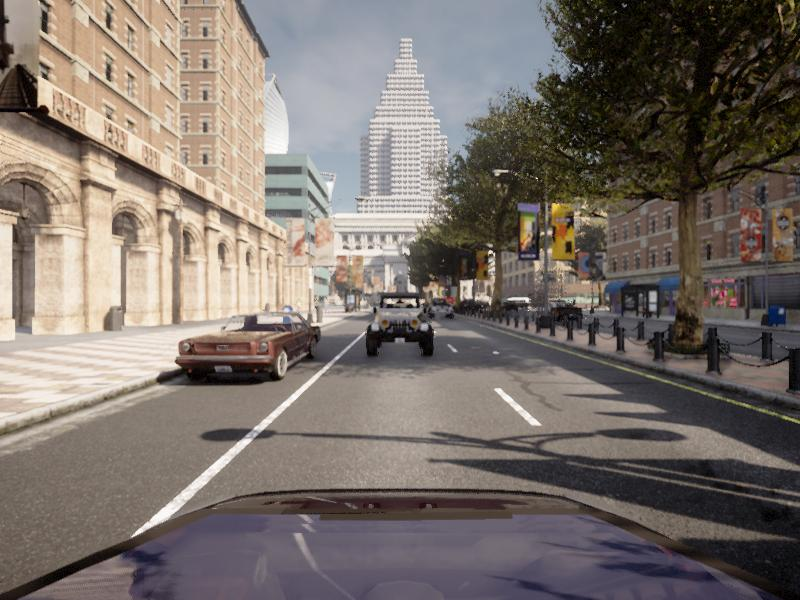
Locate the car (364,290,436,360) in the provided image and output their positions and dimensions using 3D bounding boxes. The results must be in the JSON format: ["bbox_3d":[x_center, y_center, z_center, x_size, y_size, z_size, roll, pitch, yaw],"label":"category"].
[{"bbox_3d":[-0.001,0.670,12.614,1.905,1.878,3.866,0,0,0],"label":"car"}]

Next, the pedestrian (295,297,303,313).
[{"bbox_3d":[-11.777,0.569,46.570,0.751,1.860,0.751,0,0,7],"label":"pedestrian"}]

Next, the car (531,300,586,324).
[{"bbox_3d":[11.514,0.824,29.475,1.930,1.638,5.238,0,0,0],"label":"car"}]

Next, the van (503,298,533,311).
[{"bbox_3d":[19.759,0.694,67.131,4.480,2.038,2.069,0,0,38],"label":"van"}]

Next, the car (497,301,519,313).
[{"bbox_3d":[15.000,0.946,55.733,1.837,1.490,4.892,0,0,0],"label":"car"}]

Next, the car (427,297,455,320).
[{"bbox_3d":[3.496,0.715,34.996,1.932,1.855,4.605,0,0,0],"label":"car"}]

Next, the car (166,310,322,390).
[{"bbox_3d":[-3.250,0.957,9.526,1.895,1.301,4.718,0,0,0],"label":"car"}]

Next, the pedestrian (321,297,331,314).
[{"bbox_3d":[-7.935,0.562,42.757,0.751,1.860,0.751,0,0,15],"label":"pedestrian"}]
